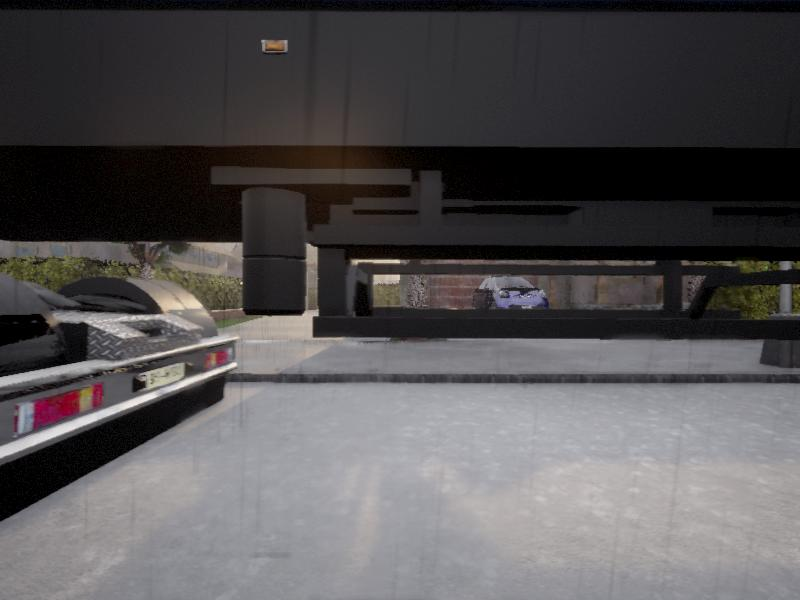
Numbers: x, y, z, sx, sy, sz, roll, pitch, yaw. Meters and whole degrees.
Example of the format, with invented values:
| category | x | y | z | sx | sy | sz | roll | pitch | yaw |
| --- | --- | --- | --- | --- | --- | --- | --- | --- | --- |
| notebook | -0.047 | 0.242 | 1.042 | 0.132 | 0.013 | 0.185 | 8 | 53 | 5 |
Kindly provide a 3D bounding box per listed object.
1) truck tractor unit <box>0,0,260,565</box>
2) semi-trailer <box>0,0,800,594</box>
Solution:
| category | x | y | z | sx | sy | sz | roll | pitch | yaw |
| --- | --- | --- | --- | --- | --- | --- | --- | --- | --- |
| truck tractor unit | -4.751 | -1.102 | 2.727 | 6.516 | 4.208 | 3.053 | 0 | 0 | 0 |
| semi-trailer | 3.171 | -1.216 | 2.695 | 14.254 | 4.402 | 2.717 | 0 | 0 | 0 |
